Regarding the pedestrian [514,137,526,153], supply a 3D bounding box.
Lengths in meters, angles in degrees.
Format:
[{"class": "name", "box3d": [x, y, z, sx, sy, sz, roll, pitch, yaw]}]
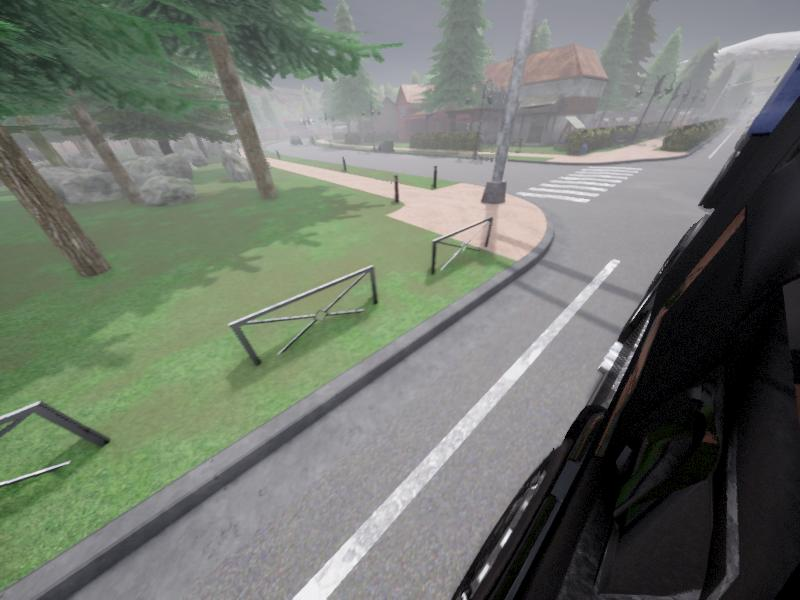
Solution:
[{"class": "pedestrian", "box3d": [10.211, -13.212, 19.723, 0.500, 1.100, 0.500, -28, 44, -30]}]

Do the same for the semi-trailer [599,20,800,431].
[{"class": "semi-trailer", "box3d": [8.700, -3.589, 4.248, 14.254, 4.402, 2.717, -28, 42, -30]}]

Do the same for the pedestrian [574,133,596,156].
[{"class": "pedestrian", "box3d": [13.287, -11.177, 16.633, 0.751, 1.300, 0.751, 17, 41, 25]}]

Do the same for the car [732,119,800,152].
[{"class": "car", "box3d": [26.383, -11.976, 16.735, 4.856, 1.649, 2.033, -28, 44, -30]}]

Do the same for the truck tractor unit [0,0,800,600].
[{"class": "truck tractor unit", "box3d": [2.645, -0.295, 0.352, 6.516, 4.208, 3.053, -28, 44, -30]}]

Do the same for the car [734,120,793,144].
[{"class": "car", "box3d": [31.580, -14.714, 20.185, 4.902, 1.511, 2.128, -28, 44, -30]}]

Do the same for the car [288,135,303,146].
[{"class": "car", "box3d": [-21.941, -33.511, 48.422, 2.097, 1.767, 4.553, -16, 39, -18]}]
